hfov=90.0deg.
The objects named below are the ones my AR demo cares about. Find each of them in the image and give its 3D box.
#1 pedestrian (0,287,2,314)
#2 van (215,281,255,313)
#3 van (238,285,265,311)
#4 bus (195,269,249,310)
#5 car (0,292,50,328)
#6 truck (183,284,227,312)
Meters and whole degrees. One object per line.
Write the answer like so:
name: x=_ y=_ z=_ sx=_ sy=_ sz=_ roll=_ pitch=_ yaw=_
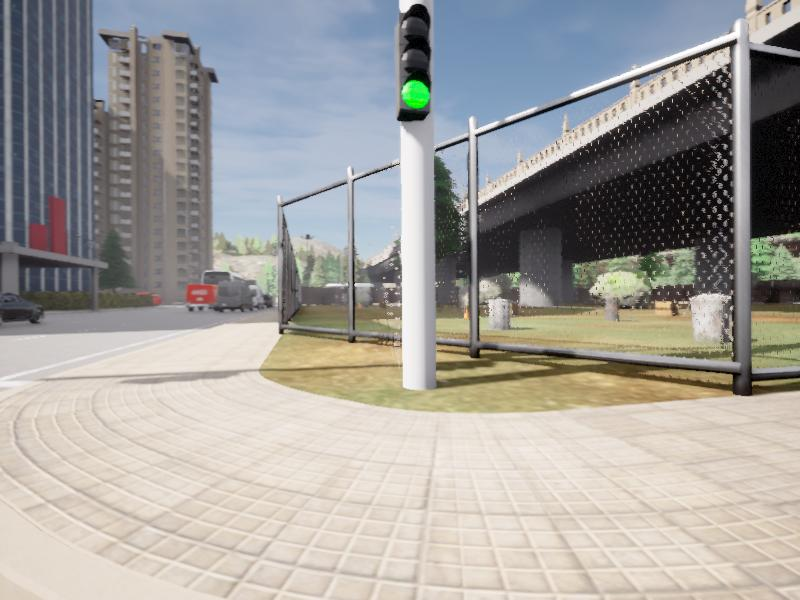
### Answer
pedestrian: x=-27.646 y=0.041 z=27.054 sx=0.751 sy=1.860 sz=0.751 roll=0 pitch=0 yaw=-14
van: x=-14.117 y=-0.234 z=34.621 sx=1.988 sy=2.561 sz=5.915 roll=0 pitch=0 yaw=-10
van: x=-15.801 y=-0.226 z=42.828 sx=1.988 sy=2.561 sz=5.915 roll=0 pitch=0 yaw=-13
bus: x=-20.505 y=-1.049 z=46.891 sx=3.944 sy=4.253 sz=10.273 roll=0 pitch=0 yaw=-13
car: x=-16.650 y=0.384 z=16.224 sx=1.994 sy=1.385 sz=4.181 roll=0 pitch=0 yaw=-14
truck: x=-18.151 y=-0.173 z=37.592 sx=2.627 sy=2.467 sz=5.204 roll=0 pitch=0 yaw=-13
